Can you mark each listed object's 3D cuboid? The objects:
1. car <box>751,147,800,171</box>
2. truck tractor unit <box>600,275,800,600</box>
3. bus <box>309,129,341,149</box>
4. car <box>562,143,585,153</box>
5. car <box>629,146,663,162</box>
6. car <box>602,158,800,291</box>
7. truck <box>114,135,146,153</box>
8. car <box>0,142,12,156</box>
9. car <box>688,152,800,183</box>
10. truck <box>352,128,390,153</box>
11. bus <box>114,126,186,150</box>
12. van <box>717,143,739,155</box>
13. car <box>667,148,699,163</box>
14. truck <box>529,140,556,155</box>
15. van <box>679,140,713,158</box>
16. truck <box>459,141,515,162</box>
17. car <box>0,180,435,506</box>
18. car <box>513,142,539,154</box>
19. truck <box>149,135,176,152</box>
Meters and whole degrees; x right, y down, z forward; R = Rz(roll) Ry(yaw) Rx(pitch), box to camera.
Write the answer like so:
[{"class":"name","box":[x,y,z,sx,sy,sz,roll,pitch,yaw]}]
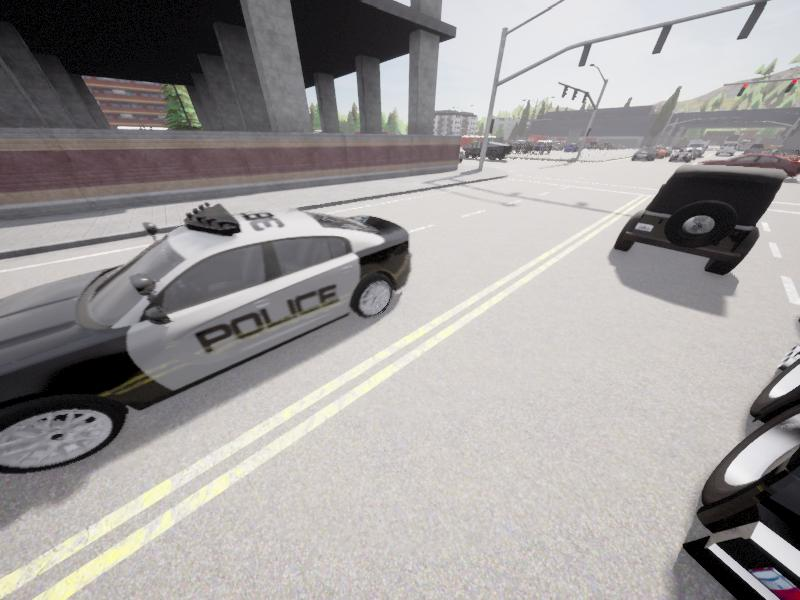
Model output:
[{"class":"car","box":[37.890,-14.222,23.130,4.553,1.767,2.097,-28,44,-34]},{"class":"truck tractor unit","box":[5.129,-0.283,0.754,6.516,4.208,3.053,-18,39,-23]},{"class":"bus","box":[-21.286,-45.335,65.104,3.944,4.253,10.273,-26,43,-32]},{"class":"car","box":[36.619,-32.092,48.732,4.611,1.667,2.242,-25,42,-32]},{"class":"car","box":[33.708,-20.051,31.618,4.856,1.649,2.033,-26,42,-32]},{"class":"car","box":[6.890,-2.069,5.365,3.866,1.878,1.905,-26,42,-32]},{"class":"truck","box":[-47.490,-27.604,40.834,2.615,2.467,5.204,-25,42,-32]},{"class":"car","box":[-57.527,-21.224,32.446,1.816,1.474,4.193,-25,42,-32]},{"class":"car","box":[25.346,-9.859,16.947,1.882,1.535,5.008,-26,43,-33]},{"class":"truck","box":[-5.816,-31.731,46.071,2.891,3.827,8.468,-26,43,-32]},{"class":"bus","box":[-57.480,-37.564,53.771,10.273,4.253,3.944,-25,42,-32]},{"class":"van","box":[66.778,-30.813,47.000,4.442,1.987,1.775,-26,42,-32]},{"class":"car","box":[37.163,-19.028,30.304,3.806,1.475,1.970,-26,42,-32]},{"class":"truck","box":[25.103,-26.817,40.608,4.478,2.038,2.069,-25,42,-32]},{"class":"van","box":[49.347,-25.257,38.510,6.366,2.431,2.351,-26,42,-32]},{"class":"truck","box":[11.152,-19.562,30.236,2.390,2.098,6.274,-26,43,-32]},{"class":"car","box":[-2.135,-0.261,2.920,5.238,1.638,1.930,-26,42,-32]},{"class":"car","box":[23.189,-27.988,42.441,4.605,1.855,1.932,-25,42,-32]},{"class":"truck","box":[-44.190,-29.178,43.118,2.615,2.467,5.204,-25,42,-32]}]
